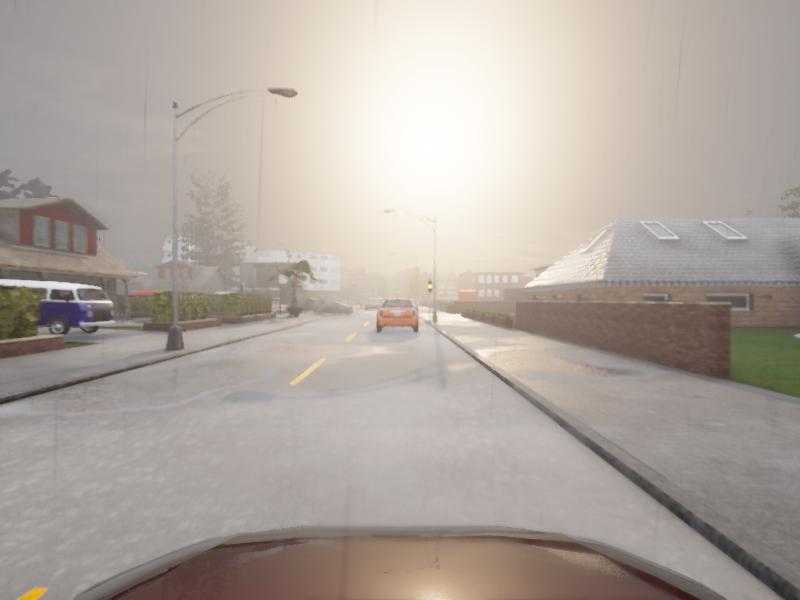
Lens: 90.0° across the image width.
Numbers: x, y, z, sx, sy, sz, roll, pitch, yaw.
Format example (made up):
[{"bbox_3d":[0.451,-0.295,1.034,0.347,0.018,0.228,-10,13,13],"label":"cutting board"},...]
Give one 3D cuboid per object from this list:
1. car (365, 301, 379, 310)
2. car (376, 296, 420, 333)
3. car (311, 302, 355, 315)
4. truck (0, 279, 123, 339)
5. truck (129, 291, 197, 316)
[{"bbox_3d":[-4.456,0.885,64.658,1.994,1.385,4.181,0,0,0],"label":"car"},{"bbox_3d":[-0.128,0.687,21.236,2.097,1.767,4.553,0,0,0],"label":"car"},{"bbox_3d":[-7.224,0.893,43.137,4.181,1.385,1.994,0,0,25],"label":"car"},{"bbox_3d":[-13.762,0.292,15.561,4.478,2.038,2.069,3,0,0],"label":"truck"},{"bbox_3d":[-23.457,0.344,39.783,5.204,2.467,2.627,0,0,0],"label":"truck"}]
